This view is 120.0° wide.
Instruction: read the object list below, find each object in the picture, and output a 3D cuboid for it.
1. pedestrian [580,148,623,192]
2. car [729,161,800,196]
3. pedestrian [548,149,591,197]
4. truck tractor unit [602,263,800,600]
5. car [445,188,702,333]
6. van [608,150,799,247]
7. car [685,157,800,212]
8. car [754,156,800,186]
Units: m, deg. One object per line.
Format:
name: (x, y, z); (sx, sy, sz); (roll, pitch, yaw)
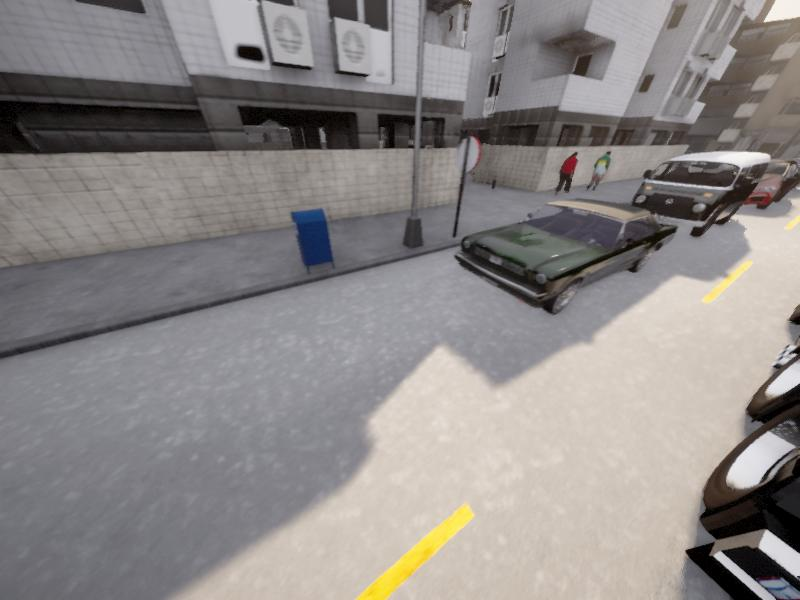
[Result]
pedestrian: (10.063, -6.516, 11.620); (0.751, 1.860, 0.751); (-17, 38, -23)
car: (21.527, -7.091, 13.277); (4.718, 1.301, 1.895); (-18, 39, -25)
pedestrian: (7.786, -5.873, 10.674); (0.751, 1.860, 0.751); (-17, 38, -23)
truck tractor unit: (5.113, -0.298, 0.782); (6.516, 4.208, 3.053); (-18, 39, -24)
car: (3.426, -1.186, 4.613); (4.718, 1.301, 1.895); (-18, 39, -24)
van: (9.283, -3.397, 7.196); (4.480, 2.038, 2.069); (-18, 39, -24)
car: (15.803, -5.360, 10.405); (4.611, 1.667, 2.242); (-18, 39, -24)
car: (27.553, -9.119, 16.163); (5.357, 1.411, 2.033); (-19, 39, -25)
